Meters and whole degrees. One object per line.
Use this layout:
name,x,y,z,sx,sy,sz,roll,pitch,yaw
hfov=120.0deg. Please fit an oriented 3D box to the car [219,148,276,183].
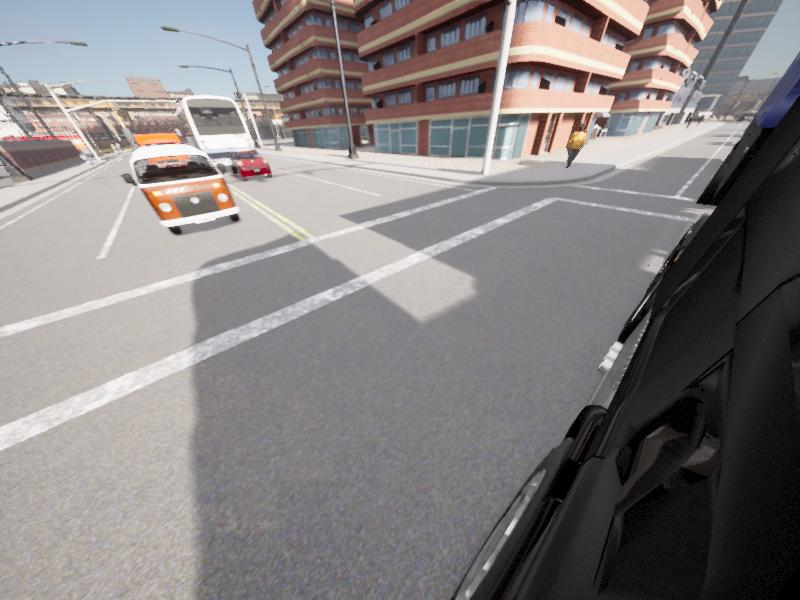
car,-9.451,-8.402,14.256,1.845,1.501,3.633,-29,44,-31

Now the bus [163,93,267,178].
bus,-15.065,-13.007,18.514,3.944,4.253,10.273,-29,44,-30

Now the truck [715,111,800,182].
truck,16.605,-6.897,10.078,6.274,2.098,2.390,-28,44,-30

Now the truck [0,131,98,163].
truck,-59.384,-26.164,39.364,8.468,3.827,2.891,-28,44,-30

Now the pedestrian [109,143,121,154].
pedestrian,-59.021,-31.316,47.858,0.751,1.860,0.751,-29,44,-31

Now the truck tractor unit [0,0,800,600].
truck tractor unit,2.645,-0.295,0.351,6.516,4.208,3.053,-28,44,-30

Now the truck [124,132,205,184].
truck,-15.940,-9.839,15.816,2.627,2.467,5.204,-29,44,-30

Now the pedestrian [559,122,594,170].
pedestrian,8.597,-7.539,11.360,0.751,1.860,0.751,15,40,22

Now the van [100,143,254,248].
van,-6.633,-3.518,7.101,2.069,2.038,4.480,-29,44,-31

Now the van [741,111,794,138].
van,37.490,-18.033,23.704,4.480,2.038,2.069,-28,43,-30

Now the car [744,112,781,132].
car,48.413,-23.816,30.866,4.605,1.855,1.932,-30,44,-29

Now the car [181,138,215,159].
car,-27.215,-20.421,31.081,2.150,2.045,5.566,-30,45,-32

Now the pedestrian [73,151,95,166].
pedestrian,-35.243,-15.841,25.794,0.751,1.300,0.751,-26,43,-28

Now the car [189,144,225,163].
car,-22.039,-16.780,26.299,2.038,1.542,4.974,-30,44,-31

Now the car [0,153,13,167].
car,-56.230,-18.702,31.085,3.633,1.501,1.845,-28,43,-30

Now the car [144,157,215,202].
car,-11.127,-6.222,11.639,1.895,1.301,4.718,-29,44,-31

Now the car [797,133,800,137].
car,38.925,-16.006,21.016,3.866,1.878,1.905,-28,44,-30

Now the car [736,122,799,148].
car,28.086,-12.727,17.761,4.181,1.385,1.994,-28,43,-30

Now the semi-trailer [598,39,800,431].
semi-trailer,8.694,-3.605,4.236,14.254,4.402,2.717,-28,44,-30
